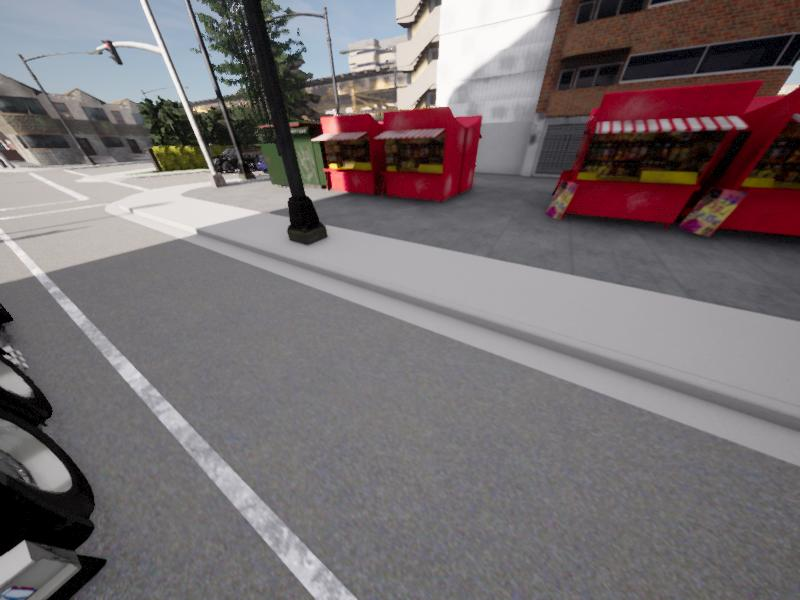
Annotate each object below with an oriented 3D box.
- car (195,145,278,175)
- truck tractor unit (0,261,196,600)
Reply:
[{"bbox_3d":[-14.838,-13.083,21.458,2.150,2.045,5.566,18,39,25],"label":"car"},{"bbox_3d":[-5.104,-0.306,0.794,6.516,4.208,3.053,18,39,24],"label":"truck tractor unit"}]
